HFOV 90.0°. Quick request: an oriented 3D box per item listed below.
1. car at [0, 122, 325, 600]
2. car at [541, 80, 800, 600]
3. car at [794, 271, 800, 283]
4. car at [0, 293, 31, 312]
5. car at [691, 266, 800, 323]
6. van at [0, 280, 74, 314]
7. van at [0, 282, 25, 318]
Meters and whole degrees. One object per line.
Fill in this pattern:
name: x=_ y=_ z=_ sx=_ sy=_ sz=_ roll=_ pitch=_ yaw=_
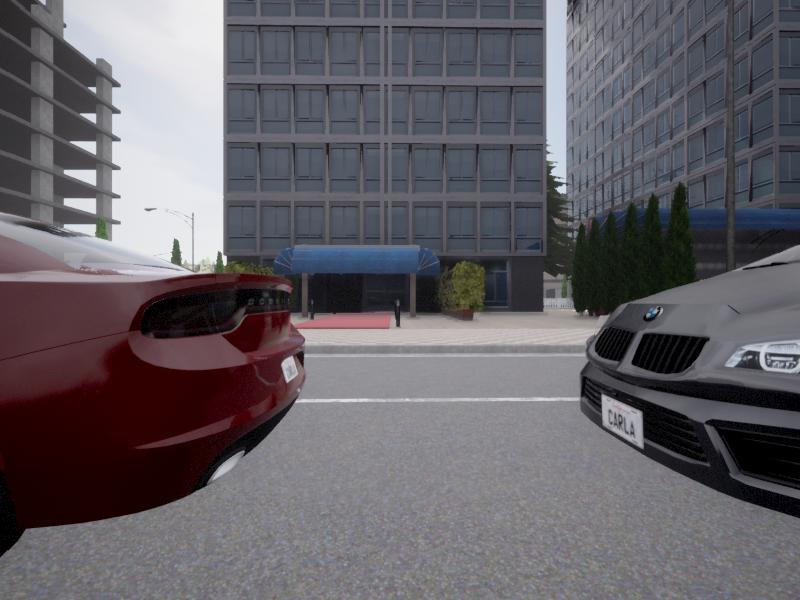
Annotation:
car: x=-3.069 y=0.223 z=2.122 sx=5.008 sy=1.535 sz=1.882 roll=0 pitch=0 yaw=-1
car: x=3.516 y=0.156 z=2.286 sx=4.611 sy=1.667 sz=2.242 roll=0 pitch=0 yaw=-1
car: x=16.540 y=-0.940 z=16.112 sx=0.945 sy=0.468 sz=0.156 roll=0 pitch=0 yaw=29
car: x=-33.484 y=0.201 z=32.650 sx=1.801 sy=1.575 sz=5.366 roll=0 pitch=0 yaw=-1
car: x=15.472 y=-0.198 z=15.717 sx=6.274 sy=2.098 sz=2.390 roll=0 pitch=0 yaw=29
van: x=-29.976 y=-0.222 z=32.179 sx=2.351 sy=2.431 sz=6.366 roll=0 pitch=0 yaw=-1
van: x=-22.766 y=-0.002 z=21.116 sx=1.775 sy=1.987 sz=4.442 roll=0 pitch=0 yaw=-1
